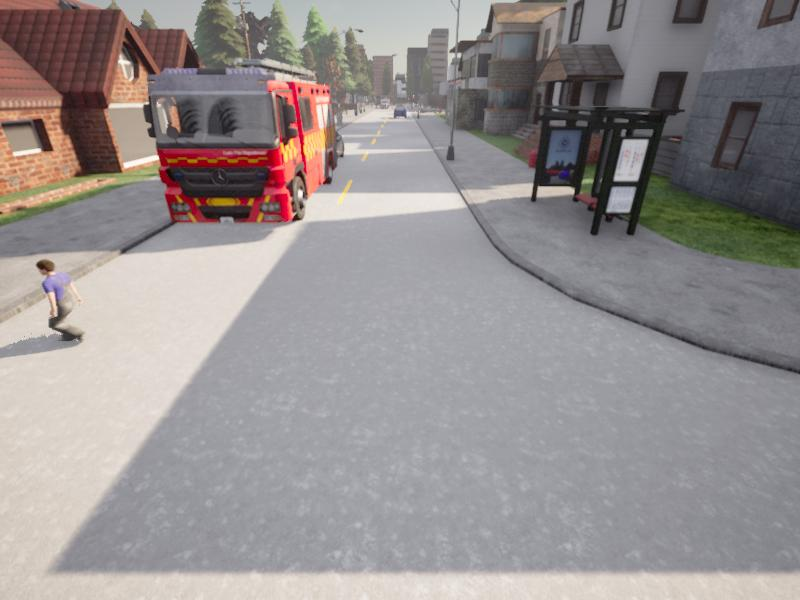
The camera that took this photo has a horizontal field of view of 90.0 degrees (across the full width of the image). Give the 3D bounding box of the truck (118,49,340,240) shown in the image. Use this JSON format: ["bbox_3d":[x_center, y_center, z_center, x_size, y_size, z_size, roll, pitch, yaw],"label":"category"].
[{"bbox_3d":[-4.001,-5.060,12.363,2.891,3.827,8.468,0,27,0],"label":"truck"}]

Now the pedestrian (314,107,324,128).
[{"bbox_3d":[-8.035,-18.020,39.594,0.751,1.860,0.751,-2,27,-3],"label":"pedestrian"}]

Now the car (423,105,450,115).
[{"bbox_3d":[7.117,-37.354,78.754,5.027,1.651,2.152,0,27,0],"label":"car"}]

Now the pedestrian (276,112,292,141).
[{"bbox_3d":[-8.205,-12.272,28.350,0.751,1.860,0.751,-1,27,-2],"label":"pedestrian"}]

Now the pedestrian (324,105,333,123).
[{"bbox_3d":[-8.460,-21.996,47.374,0.751,1.860,0.751,-1,27,-1],"label":"pedestrian"}]

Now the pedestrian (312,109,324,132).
[{"bbox_3d":[-7.348,-16.092,35.822,0.751,1.860,0.751,1,27,1],"label":"pedestrian"}]

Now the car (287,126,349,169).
[{"bbox_3d":[-3.993,-7.889,20.439,2.128,1.511,4.902,0,27,0],"label":"car"}]

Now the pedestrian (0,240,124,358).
[{"bbox_3d":[-4.395,-0.032,5.246,0.751,1.300,0.751,-4,27,-8],"label":"pedestrian"}]

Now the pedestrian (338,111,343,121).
[{"bbox_3d":[-7.604,-23.567,51.282,0.500,1.100,0.500,-1,27,-2],"label":"pedestrian"}]

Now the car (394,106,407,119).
[{"bbox_3d":[0.018,-28.218,60.182,1.882,1.535,5.008,0,27,0],"label":"car"}]
